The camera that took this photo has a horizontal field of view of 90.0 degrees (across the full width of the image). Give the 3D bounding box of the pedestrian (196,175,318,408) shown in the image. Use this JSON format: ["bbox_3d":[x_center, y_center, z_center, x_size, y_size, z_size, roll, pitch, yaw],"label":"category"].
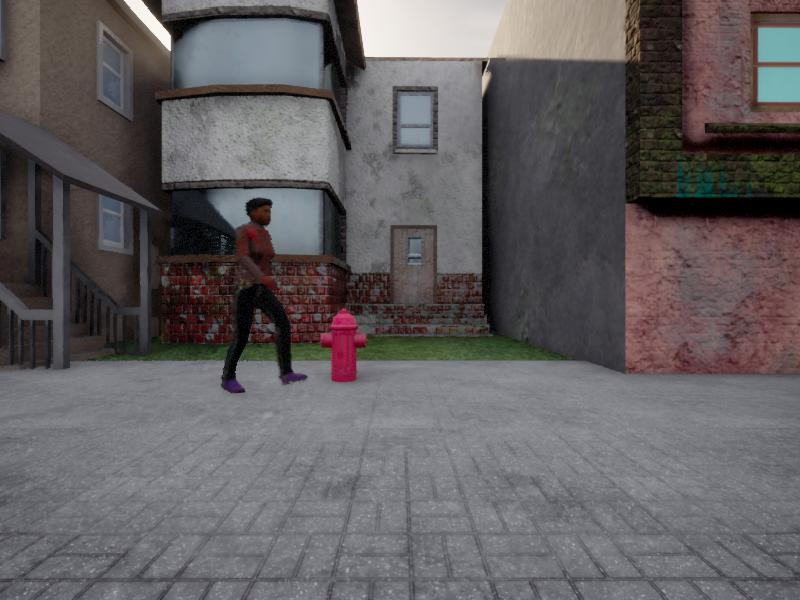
[{"bbox_3d":[-1.287,-0.067,3.693,0.751,1.860,0.751,0,0,24],"label":"pedestrian"}]
